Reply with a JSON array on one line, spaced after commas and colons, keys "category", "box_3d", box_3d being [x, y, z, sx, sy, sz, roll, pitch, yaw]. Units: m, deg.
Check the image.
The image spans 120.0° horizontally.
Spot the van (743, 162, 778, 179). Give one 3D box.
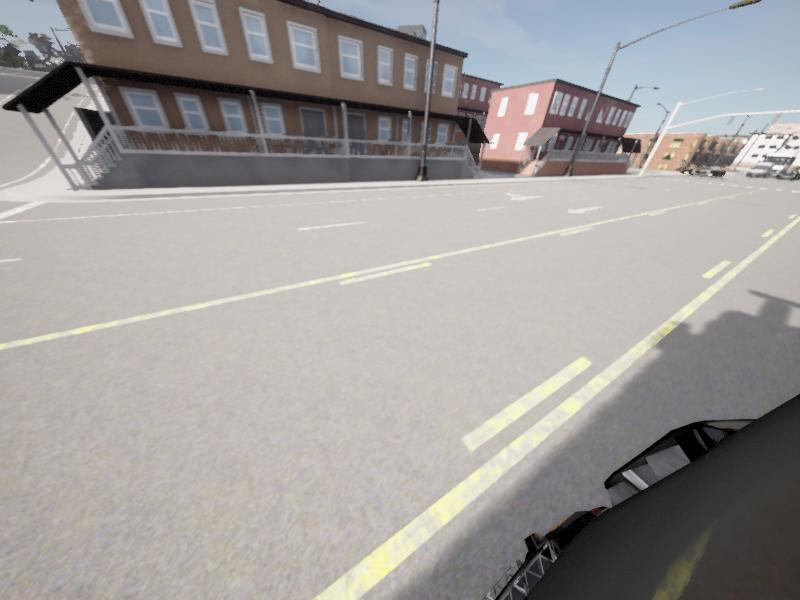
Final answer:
[{"category": "van", "box_3d": [67.688, -24.353, 43.339, 5.915, 2.561, 1.988, -16, 38, -26]}]

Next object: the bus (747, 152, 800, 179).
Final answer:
[{"category": "bus", "box_3d": [78.045, -27.905, 47.945, 10.273, 4.253, 3.944, -16, 38, -26]}]

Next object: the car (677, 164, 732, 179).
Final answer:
[{"category": "car", "box_3d": [50.974, -21.658, 38.875, 1.930, 1.638, 5.238, -7, 35, -15]}]

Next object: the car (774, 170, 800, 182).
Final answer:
[{"category": "car", "box_3d": [68.635, -21.953, 40.754, 3.988, 1.617, 1.851, -16, 38, -26]}]
